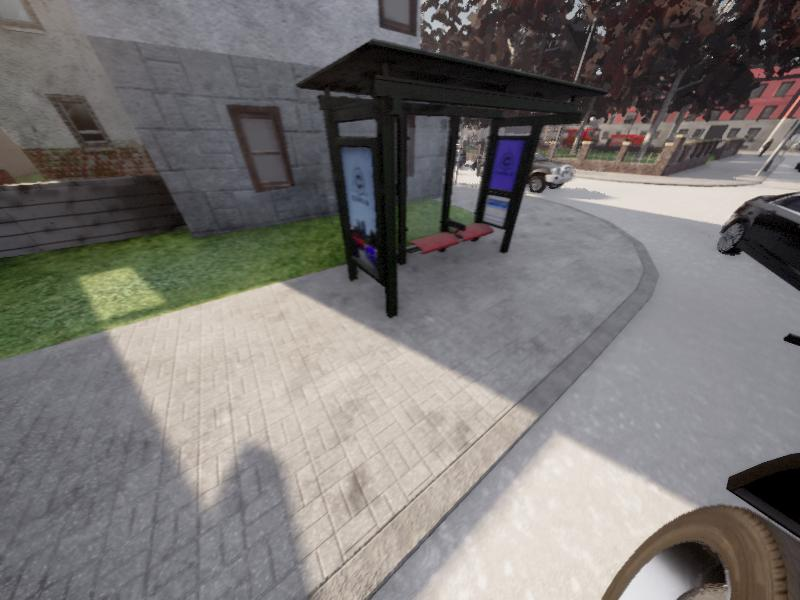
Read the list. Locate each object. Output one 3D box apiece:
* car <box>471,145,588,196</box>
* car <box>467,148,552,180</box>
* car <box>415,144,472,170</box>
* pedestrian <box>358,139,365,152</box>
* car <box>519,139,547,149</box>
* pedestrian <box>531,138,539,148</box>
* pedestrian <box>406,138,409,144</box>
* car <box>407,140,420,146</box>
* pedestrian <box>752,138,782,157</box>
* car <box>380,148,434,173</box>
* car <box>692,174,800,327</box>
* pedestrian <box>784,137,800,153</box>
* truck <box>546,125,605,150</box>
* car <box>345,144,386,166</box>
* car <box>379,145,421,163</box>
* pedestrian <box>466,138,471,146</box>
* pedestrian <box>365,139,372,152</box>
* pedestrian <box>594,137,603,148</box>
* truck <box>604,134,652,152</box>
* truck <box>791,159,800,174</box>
[{"bbox_3d":[6.281,-6.866,11.951,1.932,1.855,4.605,-22,40,-27],"label":"car"},{"bbox_3d":[7.450,-9.763,16.362,2.128,1.511,4.902,-22,41,-28],"label":"car"},{"bbox_3d":[3.768,-13.049,20.941,2.033,1.649,4.856,-23,41,-29],"label":"car"},{"bbox_3d":[-6.789,-27.192,40.620,0.751,1.860,0.751,-23,41,-28],"label":"pedestrian"},{"bbox_3d":[30.772,-36.344,53.737,2.152,1.651,5.027,-22,41,-28],"label":"car"},{"bbox_3d":[28.668,-33.423,49.187,0.751,1.860,0.751,-22,40,-27],"label":"pedestrian"},{"bbox_3d":[2.730,-54.847,79.711,0.751,1.860,0.751,-22,40,-27],"label":"pedestrian"},{"bbox_3d":[4.881,-57.379,84.336,2.152,1.651,5.027,-22,41,-28],"label":"car"},{"bbox_3d":[42.618,-17.720,26.852,0.751,1.860,0.751,4,35,6],"label":"pedestrian"},{"bbox_3d":[0.421,-11.554,18.965,1.837,1.490,4.892,-22,40,-28],"label":"car"},{"bbox_3d":[7.532,-0.782,3.645,2.128,1.511,4.902,19,40,25],"label":"car"},{"bbox_3d":[56.628,-22.198,33.090,0.751,1.860,0.751,28,44,34],"label":"pedestrian"},{"bbox_3d":[35.630,-33.218,47.367,2.891,3.827,8.468,-22,41,-28],"label":"truck"},{"bbox_3d":[-3.597,-14.970,23.714,2.033,1.649,4.856,-22,40,-27],"label":"car"},{"bbox_3d":[-0.097,-16.256,25.611,2.128,1.511,4.902,-24,42,-30],"label":"car"},{"bbox_3d":[18.210,-42.065,61.499,0.751,1.860,0.751,-22,41,-28],"label":"pedestrian"},{"bbox_3d":[-5.249,-25.944,38.842,0.751,1.860,0.751,-22,41,-28],"label":"pedestrian"},{"bbox_3d":[42.926,-34.049,49.970,0.751,1.860,0.751,-24,42,-30],"label":"pedestrian"},{"bbox_3d":[40.862,-28.343,41.600,2.627,2.467,5.204,-23,41,-28],"label":"truck"},{"bbox_3d":[31.062,-10.413,16.282,5.204,2.467,2.627,-22,41,-28],"label":"truck"}]
